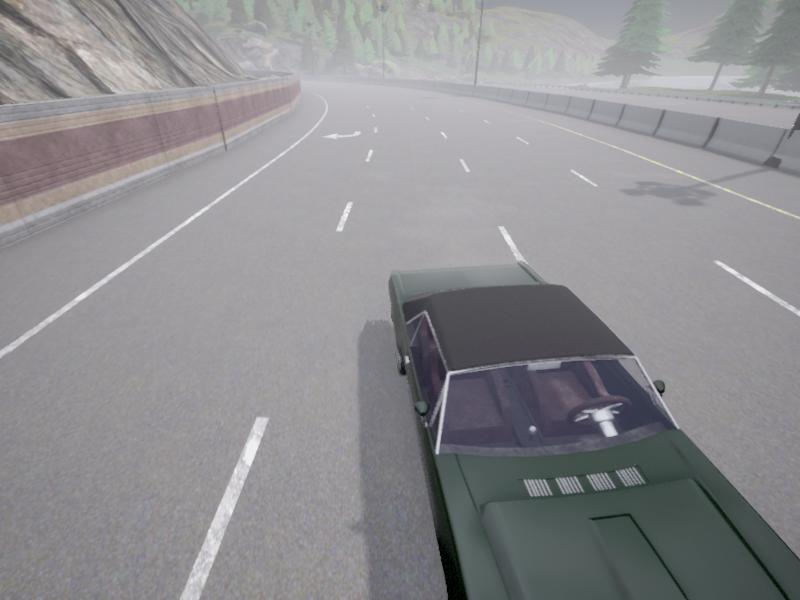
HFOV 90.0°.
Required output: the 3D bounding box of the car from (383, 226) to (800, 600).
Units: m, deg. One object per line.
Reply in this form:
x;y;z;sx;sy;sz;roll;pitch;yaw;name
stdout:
1.012;0.876;3.226;1.895;1.301;4.718;-4;30;-5;car
